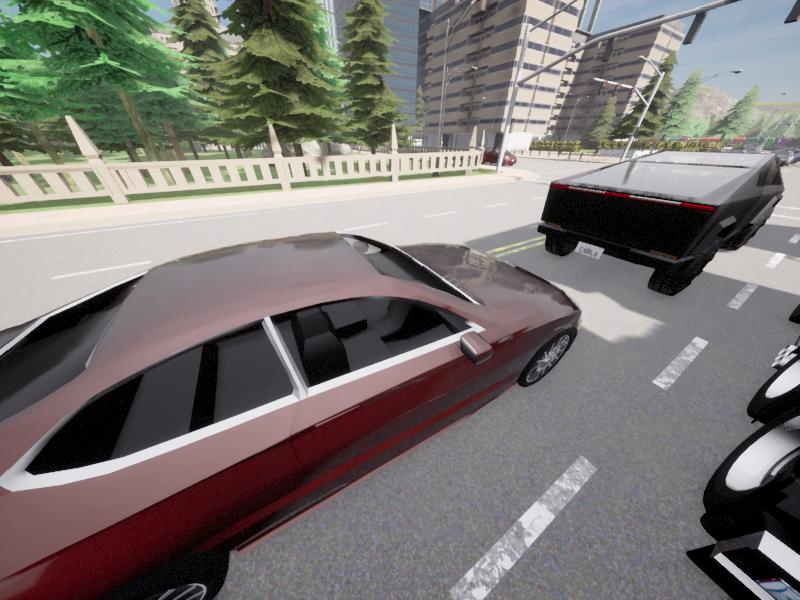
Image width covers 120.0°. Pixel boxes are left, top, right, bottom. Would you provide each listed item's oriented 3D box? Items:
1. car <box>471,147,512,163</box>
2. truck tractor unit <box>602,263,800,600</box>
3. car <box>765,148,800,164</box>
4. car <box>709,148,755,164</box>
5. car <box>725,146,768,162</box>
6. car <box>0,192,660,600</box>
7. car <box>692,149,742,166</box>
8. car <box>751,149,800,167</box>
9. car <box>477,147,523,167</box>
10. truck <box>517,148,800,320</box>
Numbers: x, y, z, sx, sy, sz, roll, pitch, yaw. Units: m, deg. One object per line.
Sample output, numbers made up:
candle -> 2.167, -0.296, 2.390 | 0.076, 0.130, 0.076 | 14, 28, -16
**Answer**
car -> 11.420, -18.382, 29.218 | 1.812, 1.442, 4.674 | -18, 39, -24
truck tractor unit -> 5.108, -0.303, 0.786 | 6.516, 4.208, 3.053 | -18, 39, -24
car -> 48.252, -17.909, 28.720 | 4.514, 1.525, 2.007 | -18, 39, -24
car -> 41.376, -17.975, 28.764 | 4.974, 1.542, 2.038 | -18, 39, -24
car -> 47.426, -19.991, 31.614 | 4.856, 1.649, 2.033 | -18, 39, -24
car -> -0.491, 0.277, 2.178 | 5.027, 1.651, 2.152 | -18, 39, -24
car -> 35.944, -16.241, 26.240 | 4.514, 1.525, 2.007 | -17, 38, -23
car -> 42.203, -15.936, 25.841 | 4.974, 1.542, 2.038 | -18, 39, -24
car -> 10.495, -15.294, 24.633 | 1.851, 1.617, 3.988 | -17, 38, -23
truck -> 5.998, -2.037, 5.130 | 6.274, 2.098, 2.390 | -18, 39, -24
